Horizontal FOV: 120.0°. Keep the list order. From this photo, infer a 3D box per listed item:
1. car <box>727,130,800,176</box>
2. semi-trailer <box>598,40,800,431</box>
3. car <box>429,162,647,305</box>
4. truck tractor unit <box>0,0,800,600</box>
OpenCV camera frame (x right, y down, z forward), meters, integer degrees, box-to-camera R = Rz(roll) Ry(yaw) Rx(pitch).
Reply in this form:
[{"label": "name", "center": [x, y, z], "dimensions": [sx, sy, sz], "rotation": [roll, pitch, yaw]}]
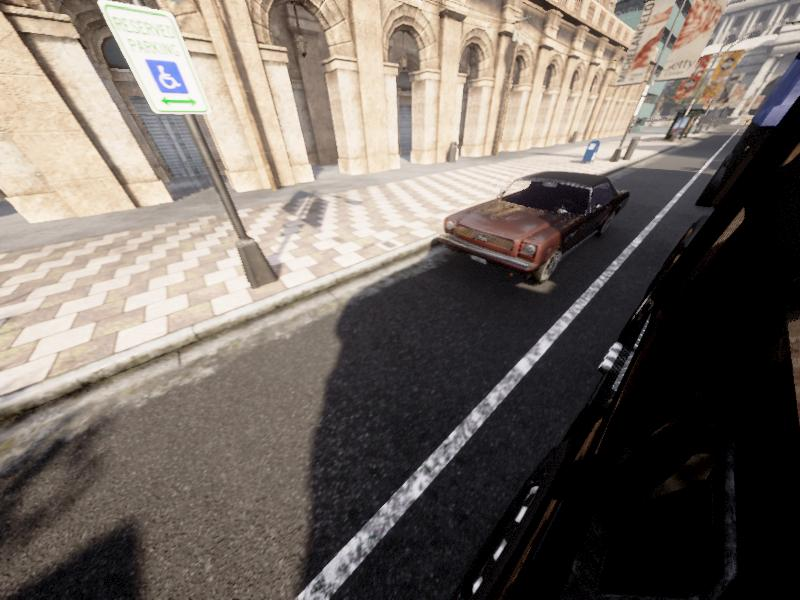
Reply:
[{"label": "car", "center": [18.074, -7.286, 11.277], "dimensions": [4.892, 1.490, 1.837], "rotation": [-27, 43, -30]}, {"label": "semi-trailer", "center": [8.701, -3.573, 4.269], "dimensions": [14.254, 4.402, 2.717], "rotation": [-28, 43, -30]}, {"label": "car", "center": [2.977, -1.815, 4.810], "dimensions": [4.718, 1.301, 1.895], "rotation": [-28, 44, -30]}, {"label": "truck tractor unit", "center": [2.645, -0.295, 0.351], "dimensions": [6.516, 4.208, 3.053], "rotation": [-28, 44, -30]}]
